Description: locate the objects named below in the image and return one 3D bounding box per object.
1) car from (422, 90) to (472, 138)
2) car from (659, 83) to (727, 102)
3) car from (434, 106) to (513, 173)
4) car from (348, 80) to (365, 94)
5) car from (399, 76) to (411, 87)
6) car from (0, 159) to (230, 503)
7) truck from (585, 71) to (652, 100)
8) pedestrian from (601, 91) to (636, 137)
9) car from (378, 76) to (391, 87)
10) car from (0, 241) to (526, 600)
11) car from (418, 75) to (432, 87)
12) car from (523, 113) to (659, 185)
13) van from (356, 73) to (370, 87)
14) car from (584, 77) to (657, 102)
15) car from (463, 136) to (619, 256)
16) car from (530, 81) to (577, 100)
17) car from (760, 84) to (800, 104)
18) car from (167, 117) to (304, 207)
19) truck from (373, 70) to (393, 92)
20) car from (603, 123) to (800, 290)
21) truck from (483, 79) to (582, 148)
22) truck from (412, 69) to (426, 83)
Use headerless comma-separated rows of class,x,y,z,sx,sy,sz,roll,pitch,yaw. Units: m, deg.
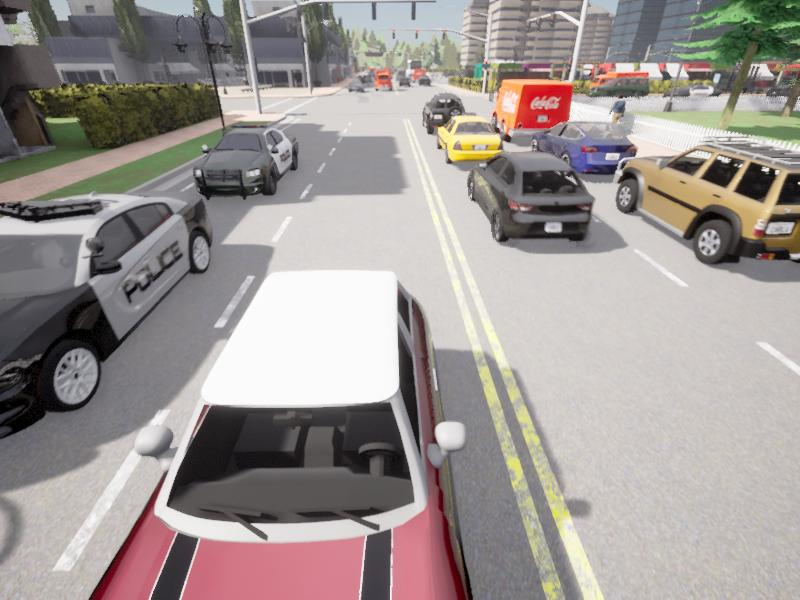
car,2.309,-9.888,21.040,1.932,1.855,4.605,-1,30,-1
car,28.943,-20.587,39.664,4.974,1.542,2.038,-2,30,-3
car,2.499,-6.204,15.037,1.801,1.575,5.366,-1,30,-1
car,-5.667,-27.843,52.159,1.812,1.442,4.674,-1,30,-1
car,0.816,-37.531,68.710,2.007,1.525,4.514,-1,30,-1
car,-4.190,-0.389,5.039,1.930,1.638,5.238,-1,30,-1
truck,22.862,-22.618,42.171,5.204,2.467,2.627,-3,30,-2
pedestrian,10.084,-8.604,18.510,0.751,1.860,0.751,0,30,-1
car,-2.691,-37.647,68.885,2.163,1.488,4.792,-1,30,-1
car,-0.582,1.001,2.825,1.970,1.475,3.806,-1,30,-1
car,4.277,-38.362,69.945,1.930,1.638,5.238,-1,30,-1
car,6.048,-5.266,13.532,2.163,1.488,4.792,-1,30,-1
van,-6.153,-37.157,67.498,2.069,2.038,4.480,-1,30,-1
car,21.502,-20.612,39.199,5.566,2.045,2.150,-2,30,-3
car,2.693,-2.520,8.845,1.816,1.474,4.193,-1,30,-1
car,16.100,-22.087,42.156,3.988,1.617,1.851,0,30,-1
car,36.580,-19.018,36.985,4.514,1.525,2.007,-2,30,-3
car,-4.399,-4.241,11.733,2.038,1.542,4.974,-1,30,-1
truck,-2.289,-30.578,55.816,2.627,2.467,5.204,-1,30,-1
car,6.226,-2.140,7.796,1.932,1.855,4.605,-1,30,-1
truck,5.875,-8.912,18.785,2.627,2.467,5.204,-1,30,-1
truck,3.866,-46.381,82.828,2.627,2.467,5.204,-1,30,-1
